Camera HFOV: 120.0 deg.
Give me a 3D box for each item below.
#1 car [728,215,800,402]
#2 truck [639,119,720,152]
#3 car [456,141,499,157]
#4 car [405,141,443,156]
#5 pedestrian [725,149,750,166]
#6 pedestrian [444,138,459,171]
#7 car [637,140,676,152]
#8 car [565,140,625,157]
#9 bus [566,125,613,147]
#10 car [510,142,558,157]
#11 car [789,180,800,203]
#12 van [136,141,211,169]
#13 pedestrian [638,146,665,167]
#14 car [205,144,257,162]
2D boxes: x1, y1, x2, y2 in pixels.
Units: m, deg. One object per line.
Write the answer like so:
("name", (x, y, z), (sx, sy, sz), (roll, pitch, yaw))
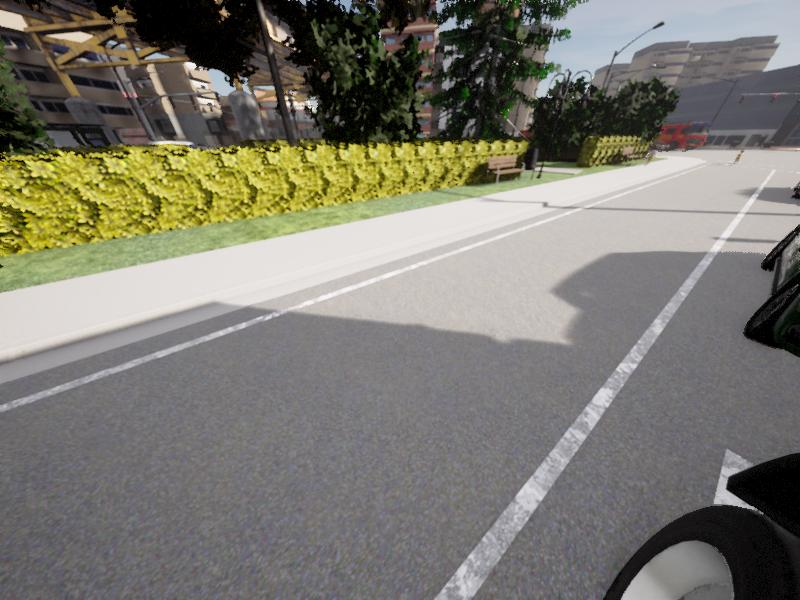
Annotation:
("car", (6.697, -0.455, 2.695), (5.566, 2.045, 2.150), (-23, 41, -28))
("truck", (43.167, -25.792, 36.399), (2.891, 3.827, 8.468), (5, 35, 8))
("car", (10.136, -20.058, 30.584), (5.027, 1.651, 2.152), (6, 36, 9))
("car", (3.279, -20.738, 31.646), (5.027, 1.651, 2.152), (6, 36, 9))
("pedestrian", (27.219, -11.470, 18.629), (0.500, 1.100, 0.500), (-2, 35, -2))
("pedestrian", (3.580, -10.086, 16.033), (0.751, 1.860, 0.751), (3, 36, 6))
("car", (39.315, -23.764, 35.587), (1.970, 1.475, 3.806), (5, 35, 8))
("car", (23.793, -18.709, 28.476), (5.027, 1.651, 2.152), (6, 36, 9))
("bus", (47.961, -41.791, 59.136), (3.944, 4.253, 10.273), (3, 35, 5))
("car", (16.973, -19.326, 29.570), (4.792, 1.488, 2.163), (6, 36, 9))
("car", (17.770, -4.833, 9.173), (4.674, 1.442, 1.812), (-22, 41, -28))
("van", (-21.578, -14.150, 22.382), (2.069, 2.038, 4.480), (6, 36, 9))
("pedestrian", (19.254, -11.028, 17.702), (0.751, 1.300, 0.751), (-19, 39, -24))
("car", (-20.332, -18.022, 28.216), (1.801, 1.575, 5.366), (5, 36, 8))
